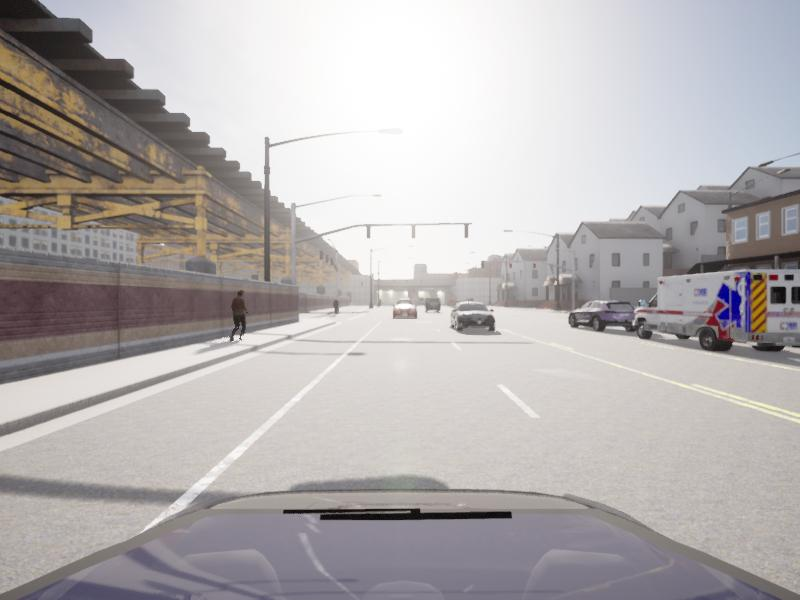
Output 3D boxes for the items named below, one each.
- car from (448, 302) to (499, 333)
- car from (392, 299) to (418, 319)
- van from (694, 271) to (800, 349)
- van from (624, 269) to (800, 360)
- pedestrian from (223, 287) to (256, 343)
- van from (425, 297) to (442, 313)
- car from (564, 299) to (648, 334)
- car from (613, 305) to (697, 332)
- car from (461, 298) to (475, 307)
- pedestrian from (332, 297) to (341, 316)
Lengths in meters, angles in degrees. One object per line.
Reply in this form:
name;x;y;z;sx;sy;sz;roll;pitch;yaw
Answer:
car;3.773;0.848;21.325;1.837;1.490;4.892;0;-1;1
car;0.446;0.759;35.630;2.242;1.667;4.611;0;0;1
van;14.186;0.323;15.030;1.988;2.561;5.915;0;0;1
van;10.684;0.379;13.842;2.351;2.431;6.366;0;0;1
pedestrian;-5.486;0.486;13.709;0.751;1.860;0.751;0;0;8
van;4.120;0.603;50.061;1.775;1.987;4.442;0;0;1
car;10.773;0.779;21.404;2.033;1.649;4.856;0;0;1
car;14.186;0.945;22.643;1.895;1.301;4.718;0;0;2
car;15.089;0.578;88.748;2.150;2.045;5.566;0;0;1
pedestrian;-6.425;0.640;40.458;0.751;1.860;0.751;0;0;1
